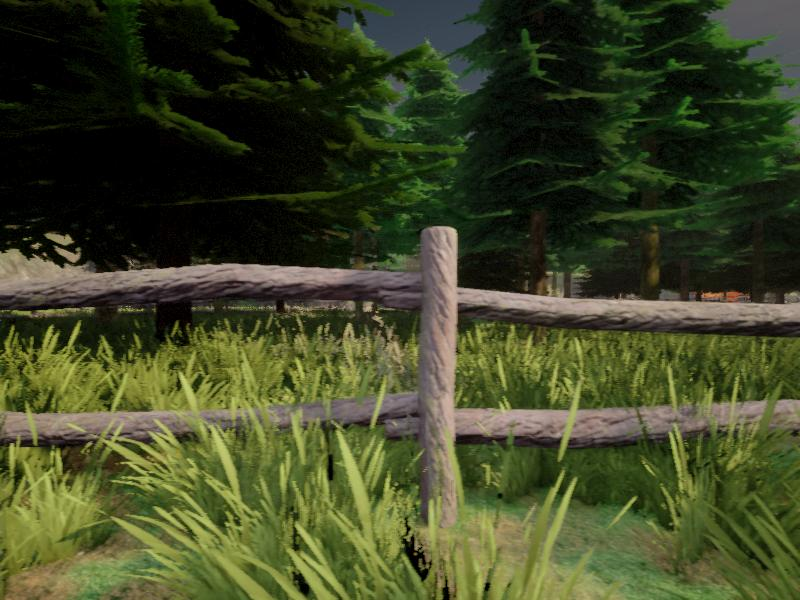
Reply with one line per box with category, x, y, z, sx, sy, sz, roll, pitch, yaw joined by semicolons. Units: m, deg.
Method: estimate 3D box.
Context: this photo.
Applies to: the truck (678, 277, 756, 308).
truck;40.993;-0.926;51.828;8.468;3.827;2.891;0;0;-9
